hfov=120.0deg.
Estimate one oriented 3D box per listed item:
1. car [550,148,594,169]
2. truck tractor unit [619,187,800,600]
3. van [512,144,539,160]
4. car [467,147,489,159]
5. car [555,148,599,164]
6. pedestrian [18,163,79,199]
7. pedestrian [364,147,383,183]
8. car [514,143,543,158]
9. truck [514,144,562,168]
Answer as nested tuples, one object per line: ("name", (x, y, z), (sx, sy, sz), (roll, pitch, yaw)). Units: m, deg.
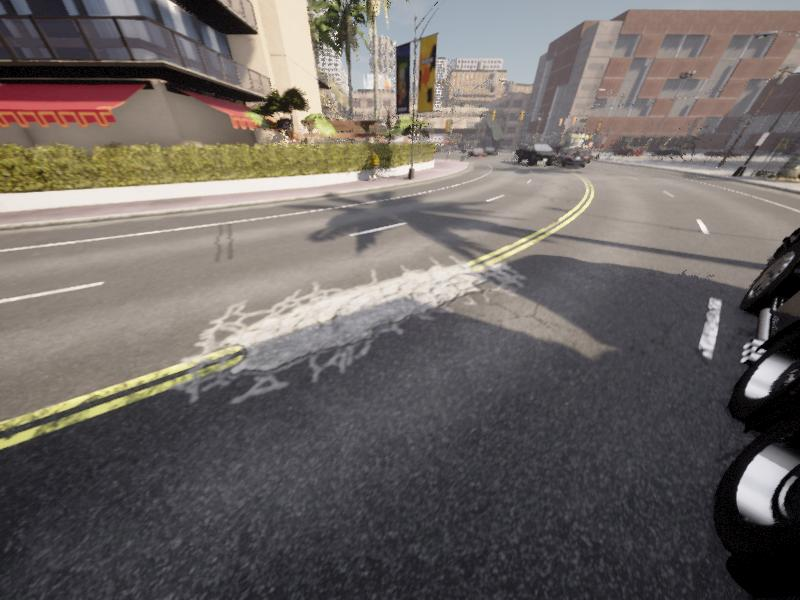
("car", (19.075, -15.973, 25.928), (2.242, 1.667, 4.611), (7, 35, 10))
("truck tractor unit", (4.973, -0.416, 0.963), (6.516, 4.208, 3.053), (-23, 41, -30))
("van", (19.868, -23.697, 36.900), (1.775, 1.987, 4.442), (1, 34, 1))
("car", (12.979, -24.656, 38.720), (2.163, 1.488, 4.792), (0, 34, 0))
("car", (23.158, -19.065, 30.486), (2.152, 1.651, 5.027), (2, 35, 3))
("pedestrian", (-15.785, -5.380, 10.428), (0.751, 1.300, 0.751), (-13, 37, -19))
("pedestrian", (-1.619, -8.361, 14.294), (0.751, 1.860, 0.751), (-28, 43, -34))
("car", (23.430, -27.496, 42.386), (2.150, 2.045, 5.566), (0, 34, 0))
("truck", (15.842, -16.994, 27.024), (2.390, 2.098, 6.274), (4, 35, 5))
